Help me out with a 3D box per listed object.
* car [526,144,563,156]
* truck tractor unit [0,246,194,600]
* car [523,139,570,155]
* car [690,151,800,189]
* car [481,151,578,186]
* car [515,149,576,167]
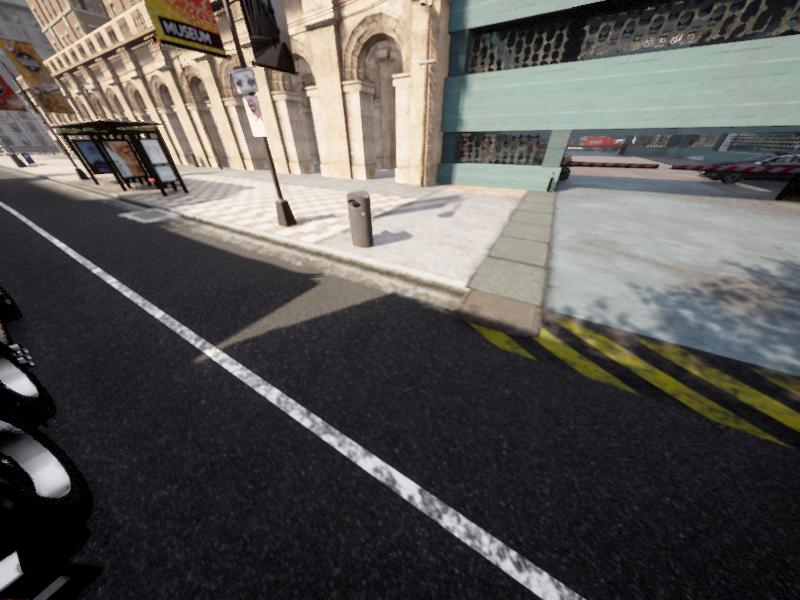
[{"bbox_3d":[22.419,-23.334,35.876,4.514,1.523,2.007,18,39,24],"label":"car"},{"bbox_3d":[-5.080,-0.330,0.820,6.516,4.208,3.053,20,40,25],"label":"truck tractor unit"},{"bbox_3d":[22.467,-23.639,35.628,5.566,2.045,2.435,18,39,24],"label":"car"},{"bbox_3d":[19.938,-7.055,12.435,4.902,1.511,2.128,18,39,24],"label":"car"},{"bbox_3d":[7.836,-8.235,14.299,4.786,1.482,2.161,18,39,24],"label":"car"},{"bbox_3d":[13.976,-13.847,22.395,4.718,1.301,1.895,18,39,24],"label":"car"}]
